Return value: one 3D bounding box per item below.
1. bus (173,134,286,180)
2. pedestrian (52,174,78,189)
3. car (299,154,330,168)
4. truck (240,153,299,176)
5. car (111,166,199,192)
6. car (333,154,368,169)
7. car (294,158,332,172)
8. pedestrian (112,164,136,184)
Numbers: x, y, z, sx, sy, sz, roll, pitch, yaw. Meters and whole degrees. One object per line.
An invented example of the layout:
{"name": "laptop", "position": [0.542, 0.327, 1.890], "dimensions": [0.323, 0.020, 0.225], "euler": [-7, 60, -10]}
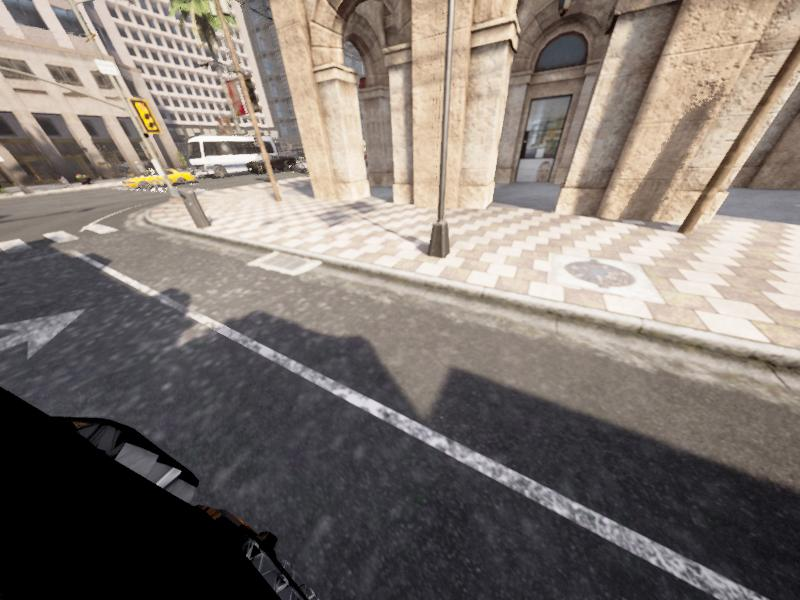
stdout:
{"name": "bus", "position": [-21.139, -18.604, 29.942], "dimensions": [3.944, 4.253, 10.273], "euler": [15, 37, 26]}
{"name": "pedestrian", "position": [-34.176, -12.112, 23.576], "dimensions": [0.751, 1.300, 0.751], "euler": [6, 35, 14]}
{"name": "car", "position": [-14.830, -24.298, 40.335], "dimensions": [2.242, 1.667, 4.611], "euler": [15, 37, 25]}
{"name": "truck", "position": [-17.112, -18.084, 30.764], "dimensions": [2.390, 2.098, 6.274], "euler": [15, 38, 25]}
{"name": "car", "position": [-23.030, -11.695, 22.088], "dimensions": [1.801, 1.575, 5.366], "euler": [15, 38, 25]}
{"name": "car", "position": [-7.108, -20.237, 33.715], "dimensions": [2.128, 1.511, 4.902], "euler": [15, 38, 25]}
{"name": "car", "position": [-12.077, -18.969, 32.409], "dimensions": [1.895, 1.301, 4.718], "euler": [15, 38, 25]}
{"name": "pedestrian", "position": [-30.913, -14.157, 25.881], "dimensions": [0.751, 1.860, 0.751], "euler": [-15, 35, -18]}
